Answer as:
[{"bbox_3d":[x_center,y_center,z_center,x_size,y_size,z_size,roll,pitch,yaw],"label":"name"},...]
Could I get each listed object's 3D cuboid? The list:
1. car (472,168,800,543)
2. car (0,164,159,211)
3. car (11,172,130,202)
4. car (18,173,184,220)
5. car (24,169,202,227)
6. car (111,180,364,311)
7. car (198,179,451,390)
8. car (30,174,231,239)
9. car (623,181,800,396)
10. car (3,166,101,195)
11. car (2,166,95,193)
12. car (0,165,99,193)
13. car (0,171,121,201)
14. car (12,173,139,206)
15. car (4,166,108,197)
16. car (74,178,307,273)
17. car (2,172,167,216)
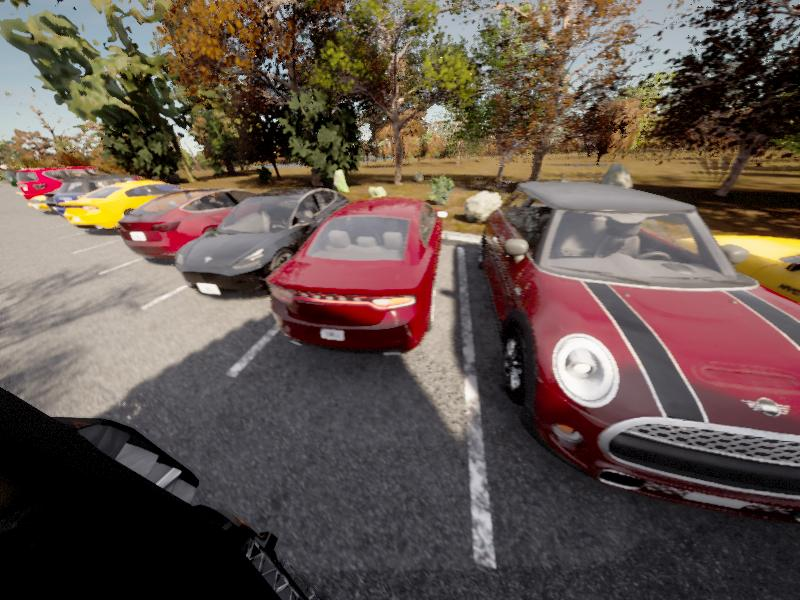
[{"bbox_3d":[2.337,-0.490,2.937,2.185,1.767,4.553,4,33,10],"label":"car"},{"bbox_3d":[-20.323,-7.559,15.140,2.435,2.045,5.566,5,34,12],"label":"car"},{"bbox_3d":[-25.299,-8.936,18.116,2.163,1.488,4.792,5,33,12],"label":"car"},{"bbox_3d":[-15.330,-5.732,12.450,2.231,1.521,4.892,5,34,12],"label":"car"},{"bbox_3d":[-12.837,-5.034,10.973,2.185,1.767,4.553,5,33,12],"label":"car"},{"bbox_3d":[-2.754,-1.817,5.615,2.163,1.488,4.792,5,33,10],"label":"car"},{"bbox_3d":[-0.220,-1.106,4.292,2.097,1.535,5.008,4,33,11],"label":"car"},{"bbox_3d":[-10.323,-4.157,9.682,2.097,1.535,5.008,5,33,12],"label":"car"},{"bbox_3d":[4.917,0.262,1.828,1.946,1.575,5.366,4,33,10],"label":"car"},{"bbox_3d":[-32.812,-11.492,22.095,1.878,1.987,4.442,6,34,12],"label":"car"},{"bbox_3d":[-35.306,-12.299,23.507,1.878,1.987,4.442,6,34,12],"label":"car"},{"bbox_3d":[-37.770,-13.206,25.027,2.435,2.045,5.566,5,34,12],"label":"car"},{"bbox_3d":[-27.836,-9.653,19.333,1.946,1.575,5.366,6,34,12],"label":"car"},{"bbox_3d":[-22.812,-8.097,16.655,2.163,1.488,4.792,6,34,12],"label":"car"},{"bbox_3d":[-30.318,-10.685,20.682,1.878,1.987,4.442,6,34,12],"label":"car"},{"bbox_3d":[-5.280,-2.612,7.012,2.163,1.488,4.792,4,33,11],"label":"car"},{"bbox_3d":[-17.860,-6.434,13.696,1.946,1.575,5.366,6,34,12],"label":"car"}]
